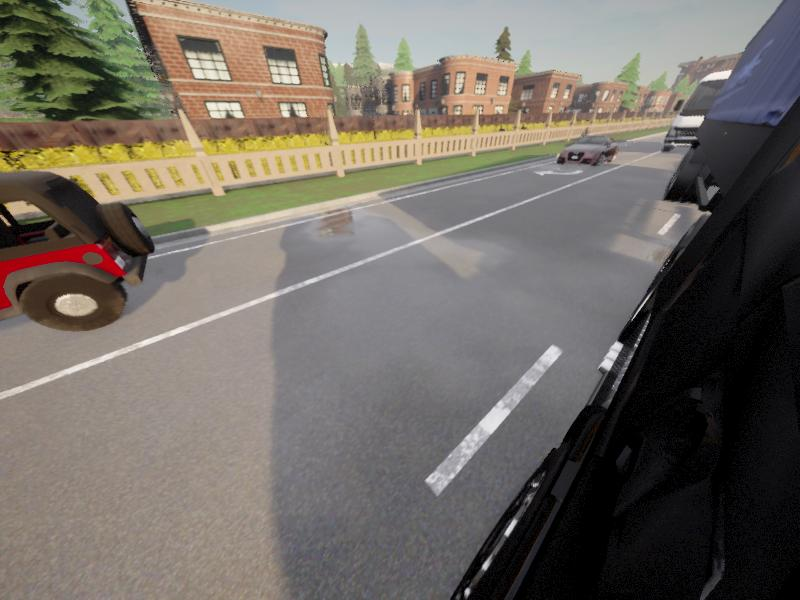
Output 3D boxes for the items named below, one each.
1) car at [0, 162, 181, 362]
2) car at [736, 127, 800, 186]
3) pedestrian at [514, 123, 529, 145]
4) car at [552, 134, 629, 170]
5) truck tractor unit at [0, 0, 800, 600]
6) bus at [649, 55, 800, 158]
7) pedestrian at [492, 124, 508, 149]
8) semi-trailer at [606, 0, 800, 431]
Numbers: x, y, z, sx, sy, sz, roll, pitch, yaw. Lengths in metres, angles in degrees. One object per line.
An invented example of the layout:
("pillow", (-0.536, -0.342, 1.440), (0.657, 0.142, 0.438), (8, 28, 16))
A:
("car", (-5.719, -0.360, 2.879), (3.866, 1.878, 1.905), (-27, 43, -29))
("car", (15.936, -5.789, 9.154), (2.128, 1.511, 4.902), (29, 48, 34))
("pedestrian", (12.872, -17.608, 24.488), (0.751, 1.860, 0.751), (-27, 43, -29))
("car", (11.096, -8.724, 13.462), (4.181, 1.385, 1.994), (-27, 43, -29))
("truck tractor unit", (2.645, -0.295, 0.351), (6.516, 4.208, 3.053), (-28, 44, -30))
("bus", (22.436, -12.900, 15.953), (10.273, 4.253, 3.944), (-27, 43, -29))
("pedestrian", (9.316, -15.276, 21.591), (0.751, 1.860, 0.751), (-27, 43, -29))
("semi-trailer", (8.293, -3.852, 4.593), (2.717, 4.402, 14.254), (29, 47, 35))
